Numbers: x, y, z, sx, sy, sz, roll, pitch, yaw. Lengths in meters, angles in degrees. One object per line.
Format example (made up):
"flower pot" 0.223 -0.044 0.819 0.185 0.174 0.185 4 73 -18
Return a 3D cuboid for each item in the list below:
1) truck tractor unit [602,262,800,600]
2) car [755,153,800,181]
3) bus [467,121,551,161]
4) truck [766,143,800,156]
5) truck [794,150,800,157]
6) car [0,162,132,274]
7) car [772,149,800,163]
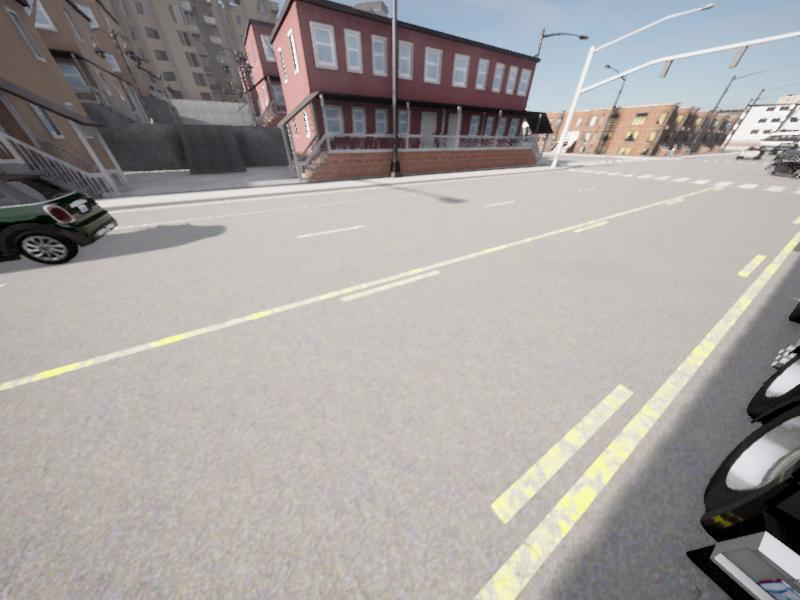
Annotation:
"truck tractor unit" 5.105 -0.307 0.785 6.516 4.208 3.053 -18 39 -24
"car" 30.505 -10.017 17.332 2.128 1.511 4.902 17 38 22
"bus" 15.527 -23.689 34.454 3.944 4.253 10.273 -18 39 -25
"truck" 75.721 -29.726 45.522 6.274 2.098 2.390 -18 39 -25
"truck" 74.961 -27.159 41.826 6.274 2.098 2.390 -18 39 -25
"car" -9.288 -1.543 4.567 4.553 1.767 2.097 -18 39 -25
"car" 54.151 -19.989 31.989 4.181 1.385 1.994 -18 39 -25
